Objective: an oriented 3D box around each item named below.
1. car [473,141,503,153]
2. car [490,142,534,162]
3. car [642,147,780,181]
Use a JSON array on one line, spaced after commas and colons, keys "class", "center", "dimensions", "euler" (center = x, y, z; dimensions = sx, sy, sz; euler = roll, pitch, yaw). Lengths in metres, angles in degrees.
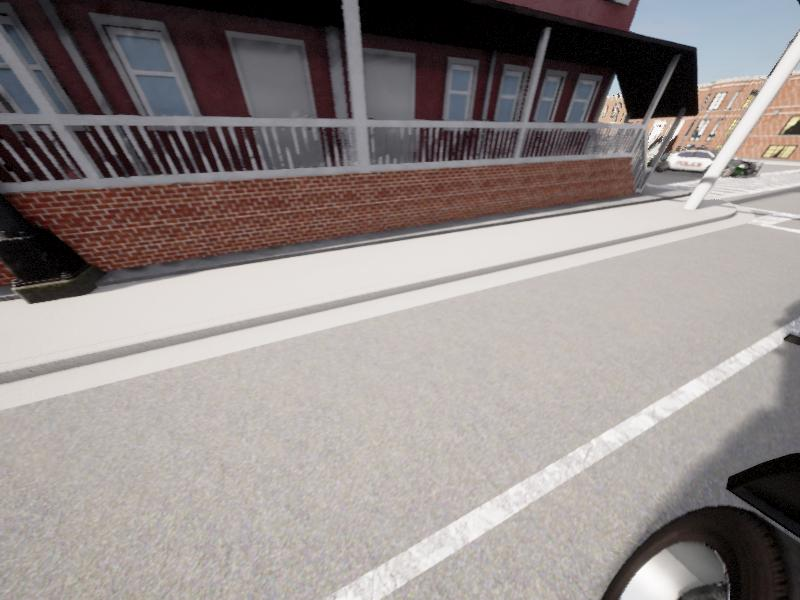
[{"class": "car", "center": [15.226, -26.833, 40.430], "dimensions": [1.882, 1.535, 5.008], "euler": [-14, 37, -18]}, {"class": "car", "center": [12.414, -16.745, 26.045], "dimensions": [2.242, 1.667, 4.611], "euler": [-5, 35, -7]}, {"class": "car", "center": [20.066, -9.162, 15.333], "dimensions": [2.038, 1.542, 4.974], "euler": [-14, 37, -18]}]
